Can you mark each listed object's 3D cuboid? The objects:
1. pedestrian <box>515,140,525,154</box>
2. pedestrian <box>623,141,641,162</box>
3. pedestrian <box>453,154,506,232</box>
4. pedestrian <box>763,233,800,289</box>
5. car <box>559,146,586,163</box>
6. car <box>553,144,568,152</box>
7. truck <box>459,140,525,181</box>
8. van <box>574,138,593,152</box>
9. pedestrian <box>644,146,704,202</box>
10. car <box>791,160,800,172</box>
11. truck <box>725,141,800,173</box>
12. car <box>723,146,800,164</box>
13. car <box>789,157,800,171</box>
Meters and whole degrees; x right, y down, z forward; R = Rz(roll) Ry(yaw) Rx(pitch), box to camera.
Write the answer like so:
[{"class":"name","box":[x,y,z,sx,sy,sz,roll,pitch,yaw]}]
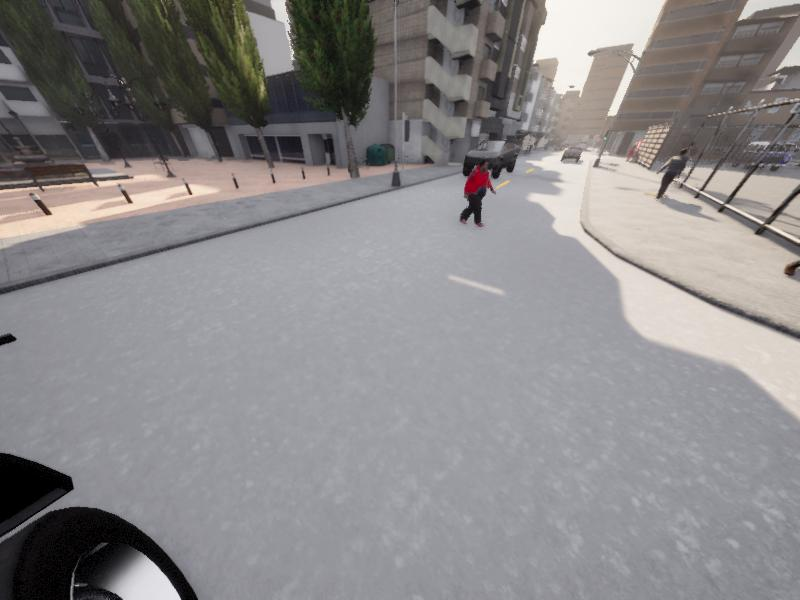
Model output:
[{"class":"pedestrian","box":[18.768,-23.840,36.031,0.751,1.860,0.751,21,40,27]},{"class":"pedestrian","box":[25.950,-16.619,25.849,0.751,1.860,0.751,27,43,32]},{"class":"pedestrian","box":[2.182,-3.010,6.537,0.751,1.860,0.751,-21,40,-27]},{"class":"pedestrian","box":[7.361,-1.068,3.630,0.751,1.860,0.751,17,38,22]},{"class":"car","box":[20.944,-17.694,27.960,2.033,1.411,5.357,22,41,28]},{"class":"car","box":[35.609,-33.788,51.285,1.970,1.475,3.806,22,41,28]},{"class":"truck","box":[6.754,-10.240,16.664,2.390,2.098,6.274,22,40,27]},{"class":"van","box":[41.366,-34.939,52.058,2.351,2.431,6.366,22,41,28]},{"class":"pedestrian","box":[11.020,-5.106,9.386,0.751,1.860,0.751,25,42,30]},{"class":"car","box":[34.422,-10.654,17.825,3.705,1.547,1.789,22,41,27]},{"class":"truck","box":[31.160,-12.386,19.838,2.069,2.038,4.478,22,41,27]},{"class":"car","box":[43.148,-17.374,27.582,4.902,1.511,2.128,21,40,27]},{"class":"car","box":[34.326,-10.746,18.079,2.033,1.415,5.357,22,41,27]}]
